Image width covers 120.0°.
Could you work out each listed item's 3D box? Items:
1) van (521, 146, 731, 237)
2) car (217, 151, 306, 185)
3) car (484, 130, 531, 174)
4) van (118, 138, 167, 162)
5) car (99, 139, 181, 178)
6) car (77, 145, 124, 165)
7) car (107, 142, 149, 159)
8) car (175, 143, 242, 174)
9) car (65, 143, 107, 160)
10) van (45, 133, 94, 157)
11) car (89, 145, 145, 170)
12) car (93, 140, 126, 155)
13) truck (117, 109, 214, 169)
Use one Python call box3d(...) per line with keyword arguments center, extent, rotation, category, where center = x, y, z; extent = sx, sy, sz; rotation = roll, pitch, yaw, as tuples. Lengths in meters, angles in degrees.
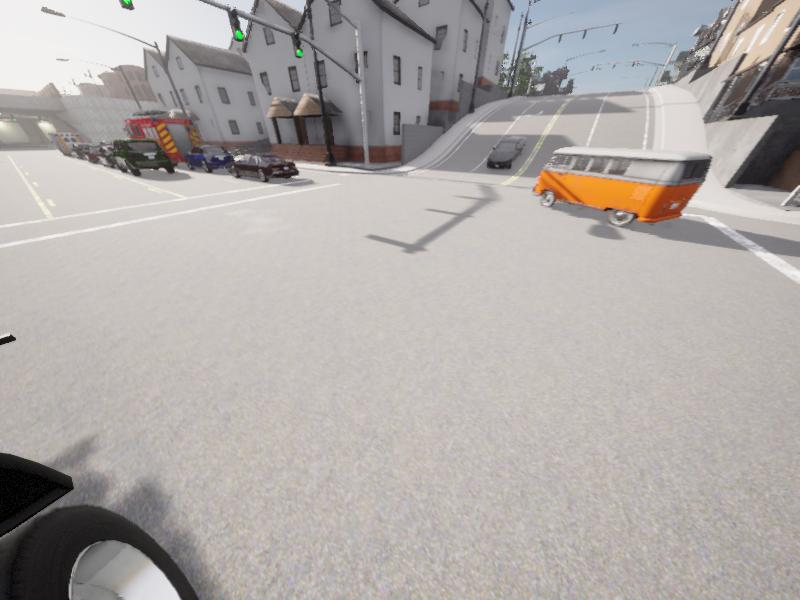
box3d(center=(6.856, -3.989, 7.918), extent=(1.775, 1.987, 4.442), rotation=(-14, 38, -18), category="van")
box3d(center=(-8.706, -8.382, 14.502), extent=(5.357, 1.411, 2.033), rotation=(20, 40, 26), category="car")
box3d(center=(8.746, -12.122, 18.724), extent=(1.882, 1.535, 5.008), rotation=(21, 56, 27), category="car")
box3d(center=(-28.379, -16.652, 25.475), extent=(4.480, 2.038, 2.069), rotation=(22, 41, 28), category="van")
box3d(center=(-18.267, -10.070, 16.233), extent=(5.566, 2.045, 2.150), rotation=(22, 41, 28), category="car")
box3d(center=(-29.729, -14.452, 22.925), extent=(4.181, 1.385, 1.994), rotation=(23, 41, 29), category="car")
box3d(center=(-33.848, -18.663, 28.733), extent=(4.902, 1.511, 2.128), rotation=(22, 41, 28), category="car")
box3d(center=(-14.725, -10.984, 17.781), extent=(4.553, 1.767, 2.097), rotation=(22, 41, 28), category="car")
box3d(center=(-36.099, -17.116, 26.534), extent=(4.892, 1.490, 1.837), rotation=(22, 41, 28), category="car")
box3d(center=(-43.952, -20.704, 30.735), extent=(6.366, 2.431, 2.351), rotation=(22, 41, 28), category="van")
box3d(center=(-24.304, -12.305, 19.824), extent=(4.892, 1.490, 1.837), rotation=(22, 41, 28), category="car")
box3d(center=(-41.662, -21.900, 33.165), extent=(3.988, 1.617, 1.851), rotation=(22, 41, 28), category="car")
box3d(center=(-21.224, -14.469, 20.900), extent=(8.468, 3.827, 2.891), rotation=(22, 41, 28), category="truck")
